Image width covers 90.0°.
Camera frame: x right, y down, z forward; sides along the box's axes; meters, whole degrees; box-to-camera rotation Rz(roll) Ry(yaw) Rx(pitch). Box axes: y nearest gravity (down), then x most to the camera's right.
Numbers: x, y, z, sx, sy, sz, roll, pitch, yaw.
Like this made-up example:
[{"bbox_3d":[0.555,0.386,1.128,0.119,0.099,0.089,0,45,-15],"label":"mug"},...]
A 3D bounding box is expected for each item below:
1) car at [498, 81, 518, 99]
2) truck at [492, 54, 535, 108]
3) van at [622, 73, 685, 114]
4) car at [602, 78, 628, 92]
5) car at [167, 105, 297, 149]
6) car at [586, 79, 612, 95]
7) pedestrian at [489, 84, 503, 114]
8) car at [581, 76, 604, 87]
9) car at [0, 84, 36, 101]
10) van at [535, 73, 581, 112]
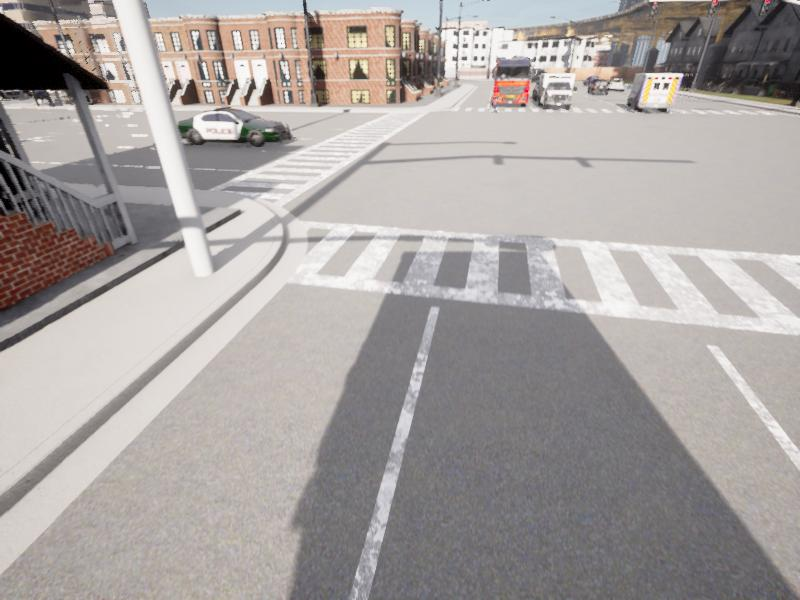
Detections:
[{"bbox_3d":[11.993,-23.431,44.551,1.837,1.490,4.892,6,31,11],"label":"car"},{"bbox_3d":[9.961,-19.672,35.826,2.891,3.827,8.468,6,31,11],"label":"truck"},{"bbox_3d":[19.102,-15.911,30.584,2.351,2.431,6.366,8,31,15],"label":"van"},{"bbox_3d":[28.458,-28.575,53.162,1.970,1.475,3.806,6,31,11],"label":"car"},{"bbox_3d":[-7.607,-8.023,18.451,4.974,1.542,2.038,5,31,10],"label":"car"},{"bbox_3d":[23.421,-25.174,47.257,1.789,1.549,3.705,6,31,11],"label":"car"},{"bbox_3d":[6.966,-14.560,29.013,0.751,1.860,0.751,4,31,8],"label":"pedestrian"},{"bbox_3d":[31.333,-35.681,65.244,1.812,1.442,4.674,2,30,5],"label":"car"},{"bbox_3d":[-47.739,-25.094,48.398,1.930,1.638,5.238,6,31,10],"label":"car"},{"bbox_3d":[12.681,-16.990,32.560,2.351,2.431,6.366,6,31,11],"label":"van"}]
